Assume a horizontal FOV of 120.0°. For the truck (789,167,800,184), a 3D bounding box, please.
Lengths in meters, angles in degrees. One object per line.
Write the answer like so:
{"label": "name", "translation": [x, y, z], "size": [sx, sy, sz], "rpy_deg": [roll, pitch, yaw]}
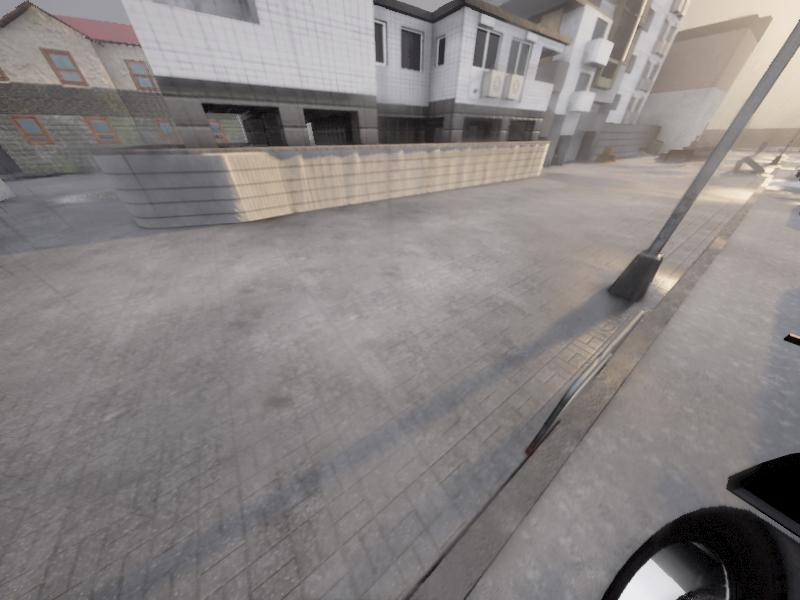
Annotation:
{"label": "truck", "translation": [25.313, -8.004, 12.906], "size": [5.204, 2.467, 2.627], "rpy_deg": [-23, 41, -27]}

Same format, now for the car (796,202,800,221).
{"label": "car", "translation": [15.101, -3.359, 7.372], "size": [4.181, 1.385, 1.994], "rpy_deg": [-22, 40, -28]}

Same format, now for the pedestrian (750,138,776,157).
{"label": "pedestrian", "translation": [43.067, -18.117, 27.441], "size": [0.751, 1.860, 0.751], "rpy_deg": [-16, 38, -21]}

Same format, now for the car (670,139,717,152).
{"label": "car", "translation": [51.113, -27.057, 40.337], "size": [2.097, 1.767, 4.553], "rpy_deg": [-22, 41, -28]}

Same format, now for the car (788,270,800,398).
{"label": "car", "translation": [6.628, 0.128, 2.554], "size": [4.718, 1.301, 1.895], "rpy_deg": [-22, 41, -28]}
